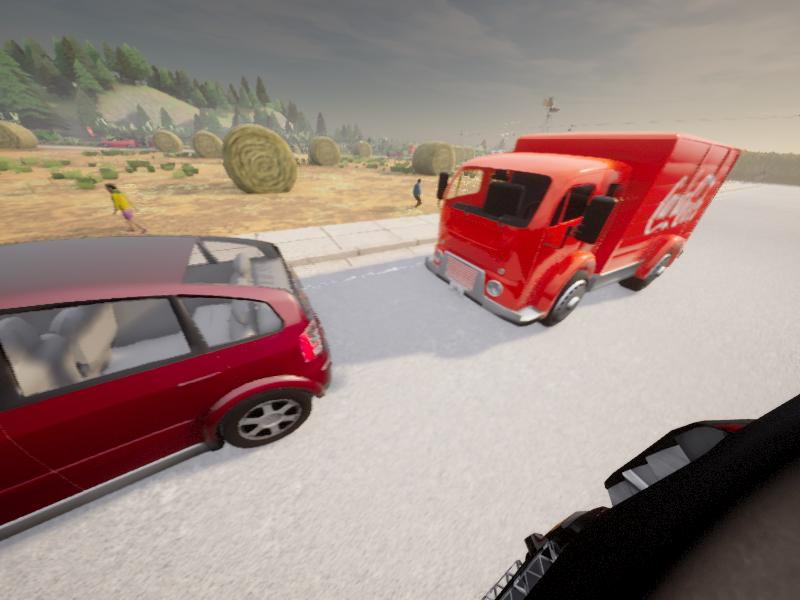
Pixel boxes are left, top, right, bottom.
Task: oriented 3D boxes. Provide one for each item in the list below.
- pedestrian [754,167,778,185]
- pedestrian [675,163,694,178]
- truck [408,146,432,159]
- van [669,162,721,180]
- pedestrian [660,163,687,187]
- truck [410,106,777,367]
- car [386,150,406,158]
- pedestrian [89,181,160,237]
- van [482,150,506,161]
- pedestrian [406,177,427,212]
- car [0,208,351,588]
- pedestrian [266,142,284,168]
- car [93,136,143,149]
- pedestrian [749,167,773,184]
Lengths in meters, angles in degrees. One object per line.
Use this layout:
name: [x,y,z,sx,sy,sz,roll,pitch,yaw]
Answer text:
pedestrian: [46.656,-15.822,29.444,0.751,1.860,0.751,-23,42,-34]
pedestrian: [41.922,-19.115,33.997,0.751,1.860,0.751,-5,34,-12]
truck: [4.874,-36.240,56.729,5.204,2.467,2.627,-13,37,-23]
van: [47.335,-20.850,37.234,2.069,2.038,4.480,-15,38,-25]
pedestrian: [24.930,-11.415,21.085,0.751,1.860,0.751,-20,40,-31]
truck: [3.154,-1.497,4.223,5.204,2.467,2.627,-16,38,-26]
car: [-0.921,-34.449,54.489,4.193,1.474,1.816,-13,37,-23]
pedestrian: [-6.249,-2.083,5.309,0.500,1.100,0.500,-8,35,-16]
van: [27.463,-42.266,67.554,5.915,2.561,1.988,18,35,21]
pedestrian: [0.606,-3.979,8.694,0.500,1.100,0.500,-22,41,-33]
car: [-2.491,0.494,1.621,3.705,1.549,1.789,-16,38,-26]
pedestrian: [-10.857,-12.596,20.114,0.751,1.860,0.751,7,34,6]
car: [-46.183,-25.845,37.997,4.514,1.525,2.007,-13,37,-23]
pedestrian: [45.845,-15.850,29.377,0.751,1.860,0.751,-14,37,-23]
